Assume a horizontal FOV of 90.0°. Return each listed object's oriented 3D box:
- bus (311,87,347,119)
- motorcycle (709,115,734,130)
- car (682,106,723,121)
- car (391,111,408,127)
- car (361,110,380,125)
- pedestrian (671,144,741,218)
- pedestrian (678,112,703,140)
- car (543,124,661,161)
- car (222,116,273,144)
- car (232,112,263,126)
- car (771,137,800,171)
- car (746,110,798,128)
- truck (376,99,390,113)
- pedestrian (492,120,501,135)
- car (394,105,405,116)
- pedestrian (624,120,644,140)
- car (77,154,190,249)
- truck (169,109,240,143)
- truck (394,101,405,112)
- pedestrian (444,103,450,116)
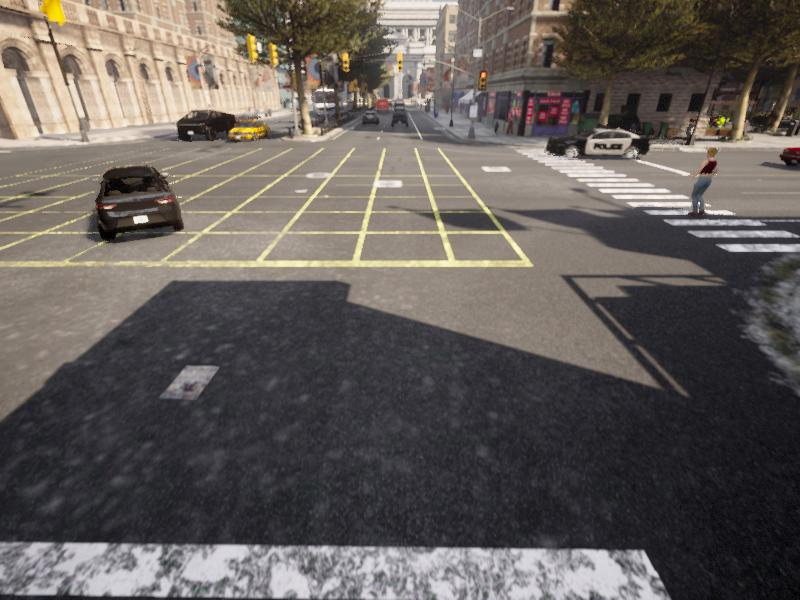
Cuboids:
[{"bbox_3d":[-11.447,-32.340,65.515,3.944,4.253,10.273,0,27,0],"label":"bus"},{"bbox_3d":[32.057,-17.694,39.856,2.033,1.145,0.803,-15,41,-27],"label":"motorcycle"},{"bbox_3d":[41.532,-25.715,55.140,1.932,1.855,4.605,0,25,0],"label":"car"},{"bbox_3d":[-0.027,-21.089,46.470,1.837,1.490,4.892,0,27,0],"label":"car"},{"bbox_3d":[-3.528,-22.267,48.802,1.970,1.475,3.806,0,27,0],"label":"car"},{"bbox_3d":[8.384,-3.278,11.045,0.751,1.860,0.751,-2,27,-3],"label":"pedestrian"},{"bbox_3d":[21.545,-12.935,29.681,0.751,1.860,0.751,-3,27,-5],"label":"pedestrian"},{"bbox_3d":[10.839,-8.652,21.894,5.238,1.638,1.930,3,27,6],"label":"car"},{"bbox_3d":[-11.493,-13.077,30.634,1.801,1.575,5.366,0,27,0],"label":"car"},{"bbox_3d":[-18.277,-21.820,48.103,1.895,1.301,4.718,0,27,0],"label":"car"},{"bbox_3d":[20.608,-6.750,18.546,4.718,1.301,1.895,0,27,0],"label":"car"},{"bbox_3d":[41.566,-20.290,44.804,1.851,1.617,3.988,0,27,0],"label":"car"},{"bbox_3d":[-3.601,-41.542,85.574,2.627,2.467,5.204,0,28,0],"label":"truck"},{"bbox_3d":[8.005,-14.304,33.198,0.500,1.100,0.500,0,27,0],"label":"pedestrian"},{"bbox_3d":[-0.059,-32.897,69.497,1.930,1.638,5.238,0,27,0],"label":"car"},{"bbox_3d":[17.237,-12.536,29.511,0.751,1.300,0.751,-1,27,-1],"label":"pedestrian"},{"bbox_3d":[-7.019,-2.828,10.630,1.816,1.474,4.193,-15,31,-28],"label":"car"},{"bbox_3d":[-14.996,-13.700,31.288,2.390,2.098,6.274,0,27,0],"label":"truck"},{"bbox_3d":[-0.086,-43.459,89.733,2.390,2.098,6.274,0,27,0],"label":"truck"},{"bbox_3d":[7.491,-30.280,63.733,0.751,1.860,0.751,-5,27,-10],"label":"pedestrian"}]
